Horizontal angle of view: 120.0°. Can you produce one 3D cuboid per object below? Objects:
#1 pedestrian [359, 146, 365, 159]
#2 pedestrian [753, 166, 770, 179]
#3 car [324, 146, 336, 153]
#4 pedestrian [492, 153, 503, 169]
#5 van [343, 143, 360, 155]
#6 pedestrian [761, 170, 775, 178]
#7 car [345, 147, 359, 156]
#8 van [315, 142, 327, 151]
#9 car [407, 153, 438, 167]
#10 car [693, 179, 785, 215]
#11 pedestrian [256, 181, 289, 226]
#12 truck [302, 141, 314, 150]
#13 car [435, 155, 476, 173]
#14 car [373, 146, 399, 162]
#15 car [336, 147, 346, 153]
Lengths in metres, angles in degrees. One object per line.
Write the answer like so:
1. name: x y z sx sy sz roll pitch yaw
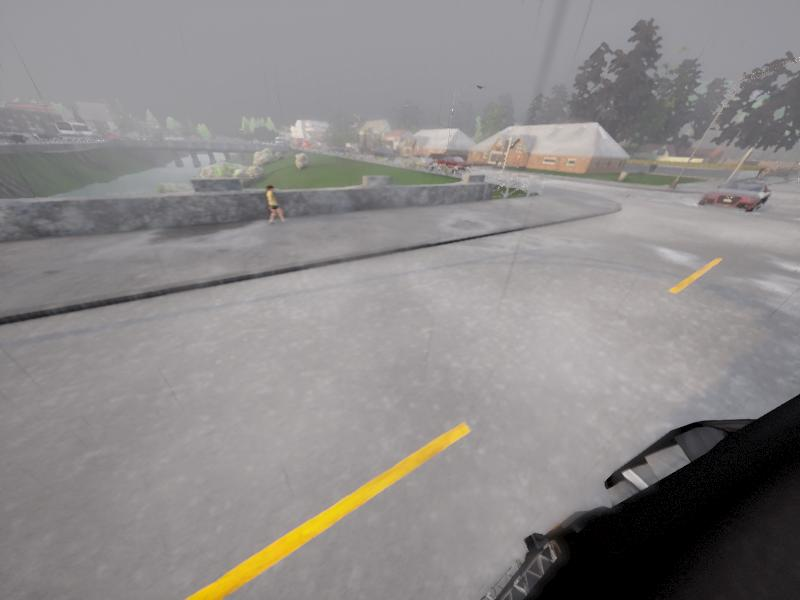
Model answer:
1. pedestrian: -6.620 -25.683 40.331 0.751 1.860 0.751 14 35 17
2. pedestrian: 62.038 -21.905 39.637 0.751 1.860 0.751 -15 38 -25
3. car: -20.103 -43.280 66.384 2.038 1.542 4.974 -16 38 -26
4. pedestrian: 13.975 -19.895 33.097 0.751 1.860 0.751 -16 38 -26
5. van: -13.435 -41.457 63.361 2.351 2.431 6.366 -16 38 -26
6. pedestrian: 66.885 -22.899 41.983 0.751 1.300 0.751 -18 39 -28
7. car: -11.162 -34.418 53.647 1.851 1.617 3.988 -16 38 -26
8. van: -29.335 -57.227 85.995 2.351 2.431 6.366 -16 38 -26
9. car: 3.133 -20.211 33.319 2.007 1.525 4.514 -16 38 -26
10. car: 19.169 -5.926 13.070 4.181 1.385 1.994 -16 38 -26
11. pedestrian: -3.665 -2.784 6.673 0.500 1.100 0.500 -20 40 -30
12. truck: -34.481 -57.922 86.637 2.627 2.467 5.204 -16 38 -26
13. car: 6.676 -16.736 28.322 1.882 1.535 5.008 -16 38 -25
14. car: -2.574 -26.099 41.312 2.150 2.045 5.566 -16 38 -26
15. car: -17.823 -45.392 69.834 1.816 1.474 4.193 -16 38 -26
